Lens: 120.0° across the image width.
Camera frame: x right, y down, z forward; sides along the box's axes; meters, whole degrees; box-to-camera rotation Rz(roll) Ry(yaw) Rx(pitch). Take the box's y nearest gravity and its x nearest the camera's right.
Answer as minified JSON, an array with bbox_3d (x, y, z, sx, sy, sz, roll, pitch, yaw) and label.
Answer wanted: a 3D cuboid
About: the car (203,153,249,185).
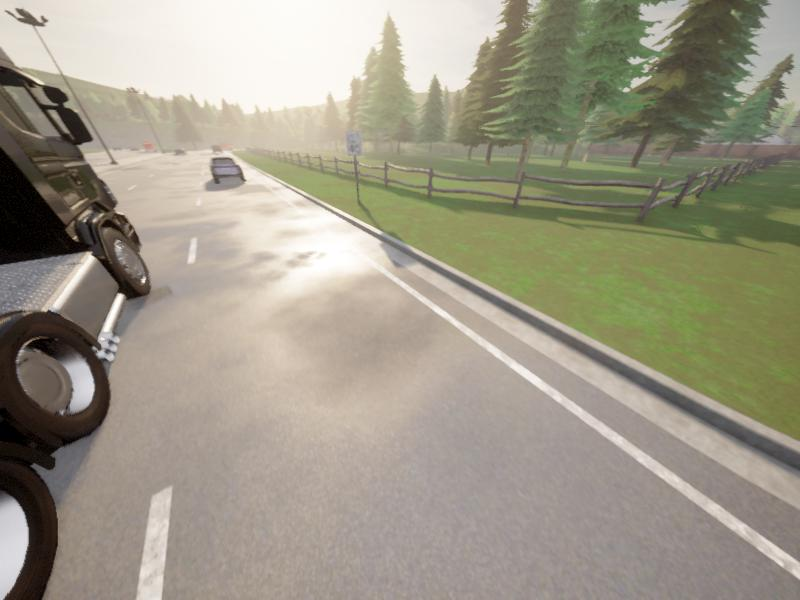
[{"bbox_3d":[-13.017,-9.857,17.181,2.033,1.649,4.856,-21,39,-28],"label":"car"}]

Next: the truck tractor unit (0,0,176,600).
[{"bbox_3d":[-4.564,-0.641,1.290,3.053,4.208,6.516,-22,40,-29],"label":"truck tractor unit"}]
